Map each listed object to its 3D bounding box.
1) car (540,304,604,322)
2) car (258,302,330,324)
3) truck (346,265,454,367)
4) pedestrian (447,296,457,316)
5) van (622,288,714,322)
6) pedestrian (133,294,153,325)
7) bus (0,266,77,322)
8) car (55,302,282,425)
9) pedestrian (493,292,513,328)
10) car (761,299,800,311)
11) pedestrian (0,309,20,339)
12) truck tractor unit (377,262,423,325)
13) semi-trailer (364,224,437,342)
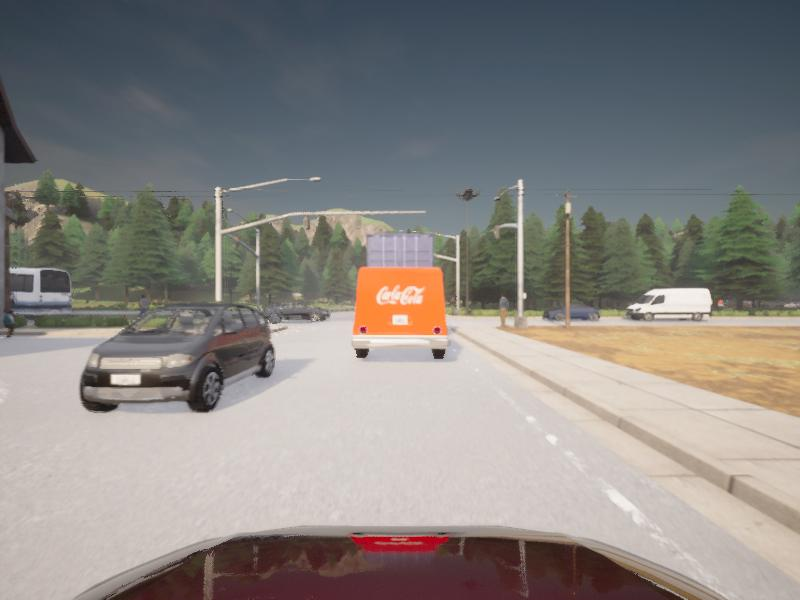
[{"bbox_3d":[13.476,0.981,31.589,4.181,1.385,1.994,0,0,1],"label":"car"},{"bbox_3d":[-7.613,0.900,29.169,4.902,1.511,2.128,0,0,-8],"label":"car"},{"bbox_3d":[0.009,0.375,12.372,2.627,2.467,5.204,0,0,0],"label":"truck"},{"bbox_3d":[4.825,0.552,37.085,0.751,1.860,0.751,0,0,32],"label":"pedestrian"},{"bbox_3d":[20.959,0.396,31.456,5.915,2.561,1.988,0,0,1],"label":"van"},{"bbox_3d":[-15.756,0.548,24.538,0.751,1.860,0.751,0,0,18],"label":"pedestrian"},{"bbox_3d":[-32.807,-0.457,32.330,10.273,4.253,3.944,0,0,1],"label":"bus"},{"bbox_3d":[-3.499,0.823,6.957,1.789,1.549,3.705,0,0,0],"label":"car"},{"bbox_3d":[5.389,0.520,20.976,0.751,1.860,0.751,0,0,-19],"label":"pedestrian"},{"bbox_3d":[60.224,0.741,63.496,1.932,1.855,4.605,0,1,2],"label":"car"},{"bbox_3d":[-15.262,0.923,15.541,0.500,1.100,0.500,0,0,0],"label":"pedestrian"},{"bbox_3d":[0.006,-0.443,29.939,3.053,4.208,6.516,0,0,0],"label":"truck tractor unit"},{"bbox_3d":[0.007,-0.585,22.021,2.717,4.402,14.254,0,0,0],"label":"semi-trailer"}]
